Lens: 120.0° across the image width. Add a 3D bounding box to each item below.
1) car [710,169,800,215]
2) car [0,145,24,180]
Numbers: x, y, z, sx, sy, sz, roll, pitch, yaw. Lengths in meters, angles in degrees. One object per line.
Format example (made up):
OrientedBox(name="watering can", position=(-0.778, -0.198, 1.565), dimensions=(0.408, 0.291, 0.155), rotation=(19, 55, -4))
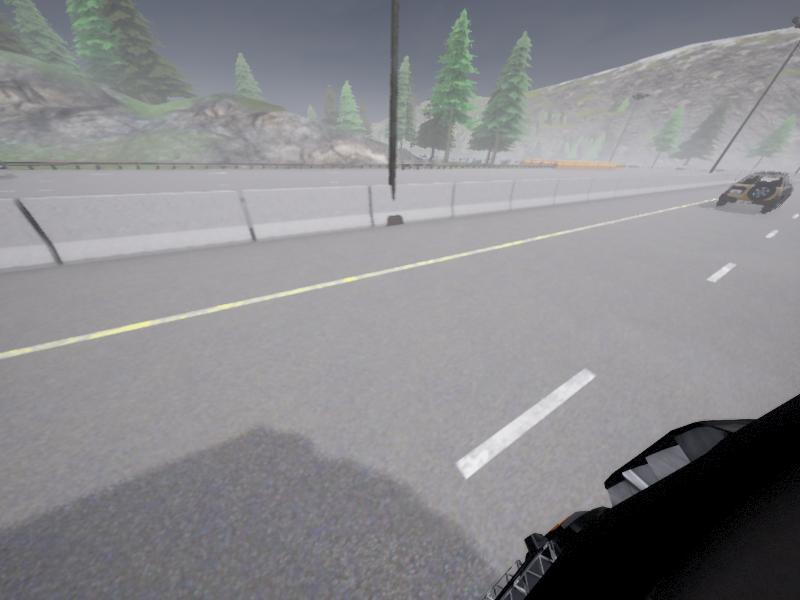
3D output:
OrientedBox(name="car", position=(20.129, -6.140, 12.916), dimensions=(4.605, 1.855, 1.932), rotation=(-16, 38, -26))
OrientedBox(name="car", position=(-23.592, -6.751, 11.285), dimensions=(4.902, 1.511, 2.128), rotation=(-16, 38, -26))
